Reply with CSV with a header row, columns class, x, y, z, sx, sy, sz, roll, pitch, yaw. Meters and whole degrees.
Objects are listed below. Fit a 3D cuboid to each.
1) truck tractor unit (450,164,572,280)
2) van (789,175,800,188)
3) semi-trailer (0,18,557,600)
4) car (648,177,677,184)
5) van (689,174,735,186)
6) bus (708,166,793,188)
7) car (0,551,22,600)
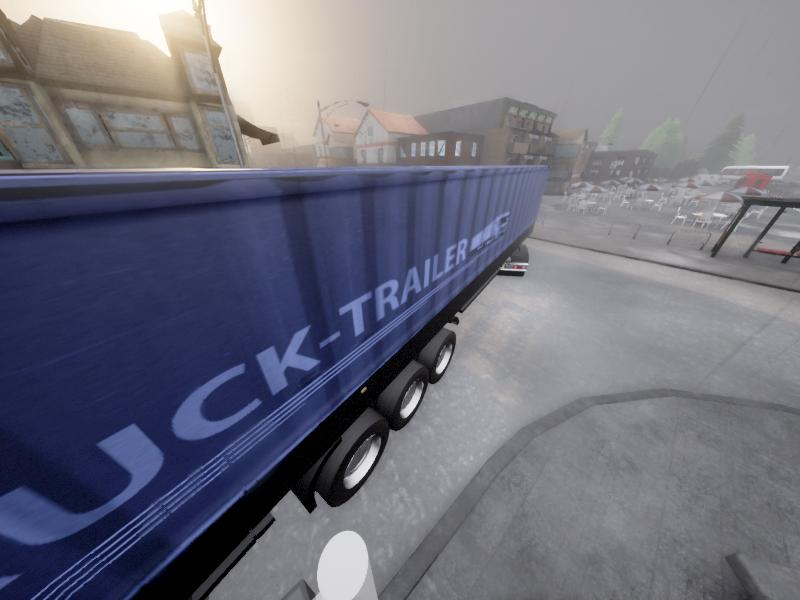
class,x,y,z,sx,sy,sz,roll,pitch,yaw
truck tractor unit,4.521,-4.378,11.577,3.053,4.208,6.516,4,31,6
van,90.048,-25.376,49.582,1.988,2.561,5.915,-23,37,-34
semi-trailer,0.741,-1.097,5.691,2.717,4.402,14.254,20,35,31
car,71.794,-32.699,63.257,2.038,1.542,4.974,-23,37,-34
van,77.286,-29.795,57.382,2.351,2.431,6.366,-23,37,-34
bus,83.550,-29.873,55.694,3.944,4.253,10.273,-23,37,-34
car,-5.218,3.663,0.528,1.994,1.385,4.181,23,38,35
